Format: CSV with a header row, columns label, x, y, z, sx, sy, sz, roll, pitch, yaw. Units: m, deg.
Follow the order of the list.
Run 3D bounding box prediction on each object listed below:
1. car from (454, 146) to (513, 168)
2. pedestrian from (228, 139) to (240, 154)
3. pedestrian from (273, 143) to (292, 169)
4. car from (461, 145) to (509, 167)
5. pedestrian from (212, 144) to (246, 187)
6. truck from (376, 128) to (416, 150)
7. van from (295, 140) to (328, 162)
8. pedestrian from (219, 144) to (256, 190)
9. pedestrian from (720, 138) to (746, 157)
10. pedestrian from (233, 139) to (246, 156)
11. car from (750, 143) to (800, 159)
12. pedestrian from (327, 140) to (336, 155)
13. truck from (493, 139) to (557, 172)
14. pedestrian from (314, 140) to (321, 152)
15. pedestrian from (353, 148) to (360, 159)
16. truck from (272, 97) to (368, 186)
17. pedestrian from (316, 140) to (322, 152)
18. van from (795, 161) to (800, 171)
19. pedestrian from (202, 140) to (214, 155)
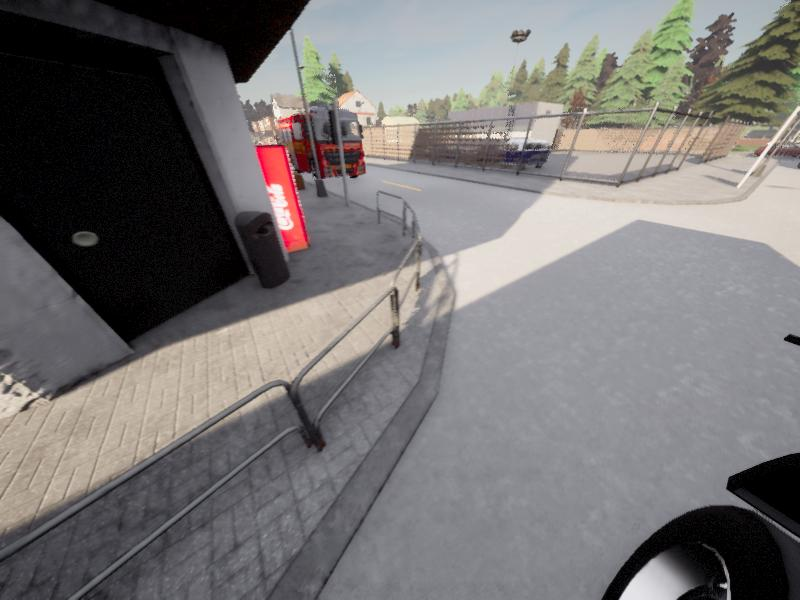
label,x,y,z,sx,sy,sz,roll,pitch,yaw
car,7.740,-13.214,21.241,5.357,1.415,2.033,-22,41,-28
pedestrian,-24.673,-22.799,34.388,0.751,1.860,0.751,-26,43,-32
pedestrian,-10.173,-12.495,20.051,0.751,1.860,0.751,-28,44,-34
car,7.740,-13.433,21.427,1.789,1.547,3.705,-22,41,-28
pedestrian,-8.961,-7.077,12.163,0.751,1.860,0.751,-24,41,-29
truck,-0.797,-35.797,51.358,8.468,3.827,2.891,-22,41,-28
van,-10.660,-18.010,27.760,2.069,2.038,4.480,-22,41,-28
pedestrian,-7.913,-6.477,11.304,0.751,1.860,0.751,-27,43,-32
pedestrian,39.965,-18.346,27.752,0.751,1.860,0.751,-9,36,-12
pedestrian,-21.381,-20.310,30.833,0.751,1.860,0.751,-24,41,-30
car,45.615,-17.736,27.415,4.193,1.474,1.816,30,45,35
pedestrian,-10.126,-22.432,33.962,0.751,1.860,0.751,-21,40,-26
truck,9.874,-11.553,18.327,4.478,2.038,2.069,-22,41,-28
pedestrian,-15.350,-28.719,43.099,0.751,1.860,0.751,-15,38,-20
pedestrian,-5.322,-17.919,28.182,0.500,1.100,0.500,18,39,24
truck,-5.640,-10.590,15.651,2.891,3.827,8.468,-22,41,-28
pedestrian,-14.625,-27.817,41.744,0.751,1.860,0.751,-10,36,-13
van,33.960,-11.738,18.078,5.915,2.561,1.988,-22,41,-28
pedestrian,-30.403,-24.185,36.607,0.751,1.860,0.751,-23,41,-28
